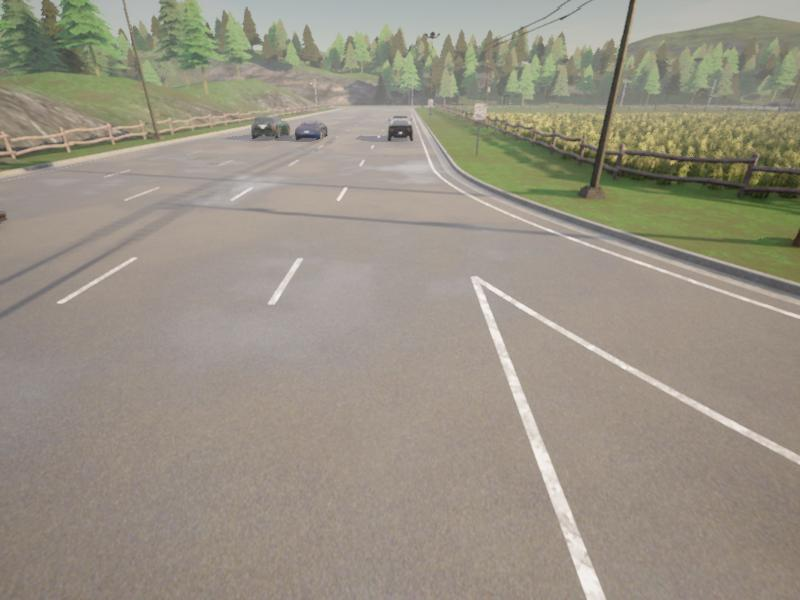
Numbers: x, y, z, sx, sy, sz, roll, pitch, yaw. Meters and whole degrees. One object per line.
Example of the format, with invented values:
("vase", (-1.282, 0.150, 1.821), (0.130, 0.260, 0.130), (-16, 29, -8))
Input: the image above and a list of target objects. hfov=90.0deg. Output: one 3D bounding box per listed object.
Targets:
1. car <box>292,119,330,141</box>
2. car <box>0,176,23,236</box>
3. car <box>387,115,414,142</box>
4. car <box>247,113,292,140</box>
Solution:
("car", (-7.032, -13.653, 32.007), (1.994, 1.385, 4.181), (0, 27, 1))
("car", (-10.850, -1.288, 7.704), (2.033, 1.411, 5.357), (0, 27, 1))
("car", (0.034, -13.830, 32.049), (1.930, 1.638, 5.238), (0, 27, 0))
("car", (-10.524, -14.237, 32.687), (2.097, 1.767, 4.553), (0, 27, 1))
